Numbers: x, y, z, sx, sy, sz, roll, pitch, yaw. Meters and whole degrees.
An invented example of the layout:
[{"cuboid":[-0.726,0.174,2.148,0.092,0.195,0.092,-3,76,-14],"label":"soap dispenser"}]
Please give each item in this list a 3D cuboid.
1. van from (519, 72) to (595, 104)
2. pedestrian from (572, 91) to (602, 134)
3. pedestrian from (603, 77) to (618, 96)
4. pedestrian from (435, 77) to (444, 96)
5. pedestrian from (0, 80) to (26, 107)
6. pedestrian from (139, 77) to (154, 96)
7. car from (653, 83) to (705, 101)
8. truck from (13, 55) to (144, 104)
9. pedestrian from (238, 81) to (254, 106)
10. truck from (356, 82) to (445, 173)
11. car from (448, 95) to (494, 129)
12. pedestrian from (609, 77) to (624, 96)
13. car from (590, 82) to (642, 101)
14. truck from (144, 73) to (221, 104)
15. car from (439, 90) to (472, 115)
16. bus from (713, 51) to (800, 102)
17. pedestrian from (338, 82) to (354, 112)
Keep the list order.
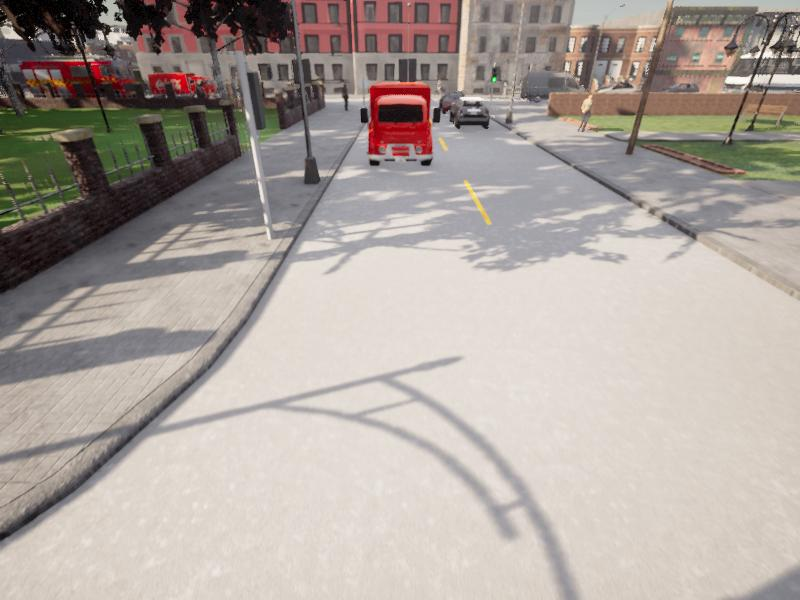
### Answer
[{"cuboid":[14.489,-19.822,37.345,5.915,2.561,1.988,1,30,2],"label":"van"},{"cuboid":[9.117,-9.169,19.562,0.751,1.860,0.751,-1,30,-1],"label":"pedestrian"},{"cuboid":[23.518,-23.876,44.691,0.751,1.860,0.751,-9,31,-14],"label":"pedestrian"},{"cuboid":[4.384,-23.603,44.217,0.751,1.860,0.751,-6,31,-9],"label":"pedestrian"},{"cuboid":[-31.773,-16.967,32.868,0.751,1.860,0.751,14,33,23],"label":"pedestrian"},{"cuboid":[-28.445,-23.991,44.868,0.751,1.860,0.751,-4,31,-6],"label":"pedestrian"},{"cuboid":[28.240,-21.170,40.652,3.633,1.501,1.845,0,30,0],"label":"car"},{"cuboid":[-29.036,-20.133,36.587,8.468,3.827,2.891,0,30,0],"label":"truck"},{"cuboid":[-12.634,-16.972,32.886,0.751,1.860,0.751,0,30,0],"label":"pedestrian"},{"cuboid":[0.001,-6.529,14.701,2.627,2.467,5.204,0,30,0],"label":"truck"},{"cuboid":[4.007,-11.007,23.334,1.970,1.475,3.806,0,30,0],"label":"car"},{"cuboid":[24.076,-23.784,44.535,0.751,1.860,0.751,-17,34,-26],"label":"pedestrian"},{"cuboid":[21.881,-21.211,40.644,3.988,1.617,1.851,0,30,0],"label":"car"},{"cuboid":[-19.875,-19.546,36.929,5.204,2.467,2.627,0,30,-1],"label":"truck"},{"cuboid":[4.084,-14.928,30.139,1.994,1.385,4.181,1,30,1],"label":"car"},{"cuboid":[38.482,-22.272,39.846,10.273,4.253,3.944,0,30,0],"label":"bus"},{"cuboid":[-3.951,-14.876,29.308,0.751,1.860,0.751,24,38,35],"label":"pedestrian"}]
